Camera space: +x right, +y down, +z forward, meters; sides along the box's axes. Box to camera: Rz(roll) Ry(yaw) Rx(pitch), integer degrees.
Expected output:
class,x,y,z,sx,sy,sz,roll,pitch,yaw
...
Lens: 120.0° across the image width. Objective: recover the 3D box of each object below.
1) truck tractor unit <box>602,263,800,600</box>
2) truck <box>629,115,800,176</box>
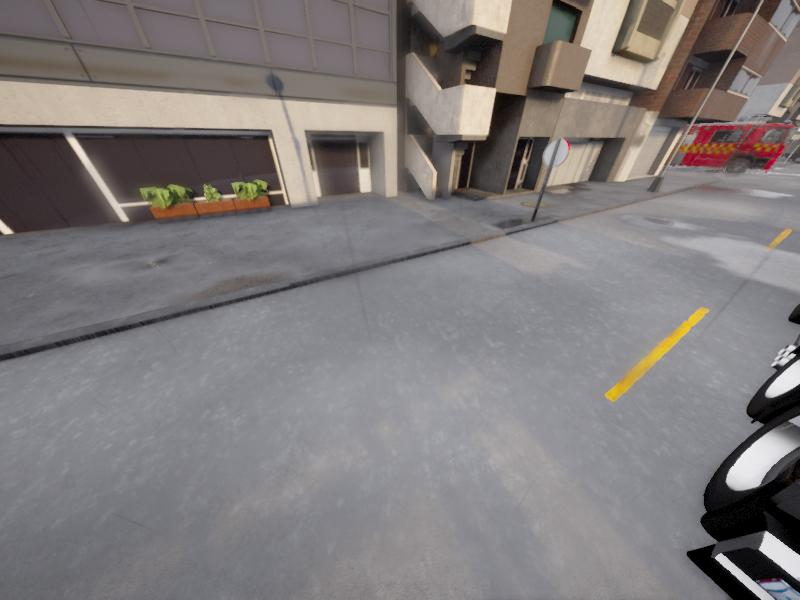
class,x,y,z,sx,sy,sz,roll,pitch,yaw
truck tractor unit,5.108,-0.304,0.786,6.516,4.208,3.053,-18,39,-24
truck,27.193,-13.739,20.571,2.891,3.827,8.468,-25,42,-31
